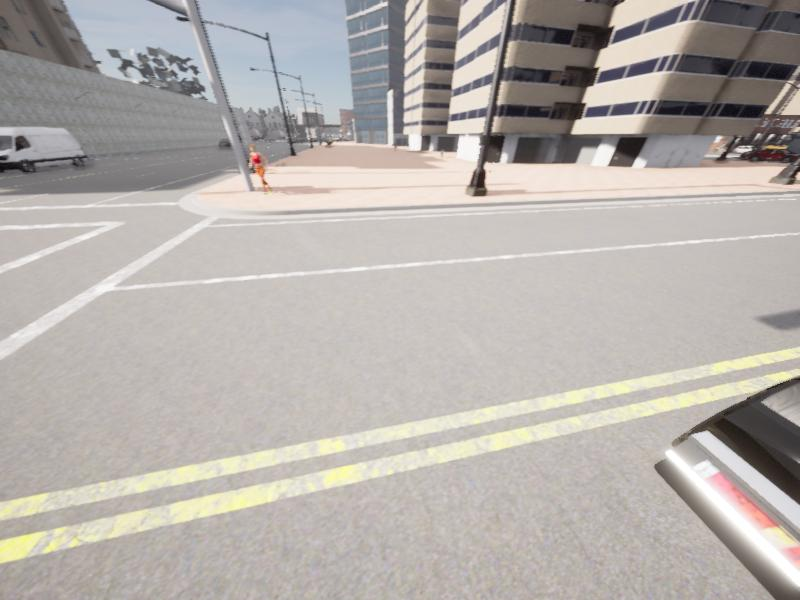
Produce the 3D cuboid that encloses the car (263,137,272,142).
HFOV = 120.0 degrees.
[{"bbox_3d":[-49.425,-59.931,86.221,1.801,1.575,5.366,-20,40,-26],"label":"car"}]

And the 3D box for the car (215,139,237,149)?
[{"bbox_3d":[-32.497,-29.210,43.204,1.789,1.549,3.705,-6,36,-9],"label":"car"}]

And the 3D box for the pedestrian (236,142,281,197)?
[{"bbox_3d":[-5.648,-5.270,9.357,0.751,1.860,0.751,8,36,10],"label":"pedestrian"}]

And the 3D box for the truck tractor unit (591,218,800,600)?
[{"bbox_3d":[5.333,0.040,0.306,6.516,4.208,3.053,-6,36,-9],"label":"truck tractor unit"}]

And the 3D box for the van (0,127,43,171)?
[{"bbox_3d":[-29.640,-10.235,15.669,1.988,2.561,5.915,-6,36,-9],"label":"van"}]

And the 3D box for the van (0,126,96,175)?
[{"bbox_3d":[-26.240,-10.698,16.378,1.988,2.561,5.915,-6,36,-9],"label":"van"}]

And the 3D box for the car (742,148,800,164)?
[{"bbox_3d":[52.179,-20.000,31.983,2.033,1.649,4.856,-7,35,-10],"label":"car"}]
